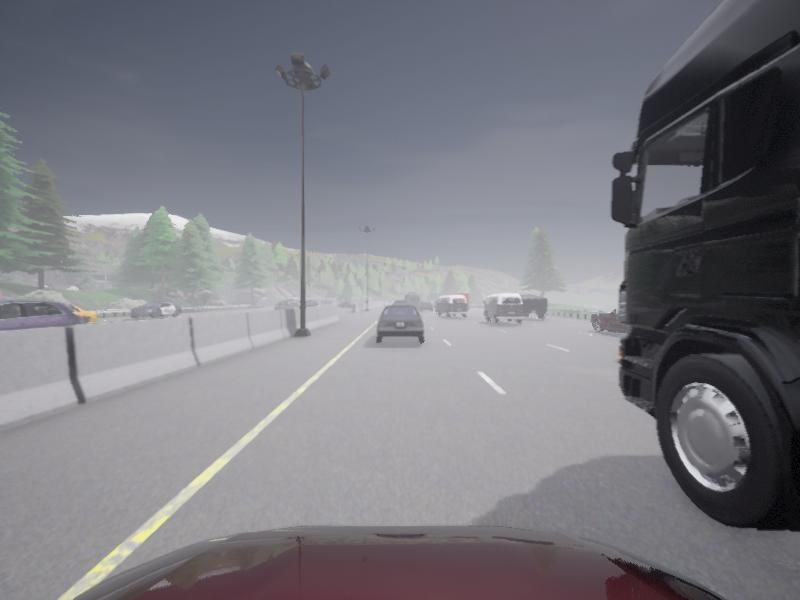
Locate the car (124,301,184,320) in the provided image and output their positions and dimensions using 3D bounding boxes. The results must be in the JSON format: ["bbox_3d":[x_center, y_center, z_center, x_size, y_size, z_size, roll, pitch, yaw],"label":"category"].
[{"bbox_3d":[-20.961,0.823,34.381,2.038,1.542,4.974,0,0,0],"label":"car"}]

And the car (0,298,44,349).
[{"bbox_3d":[-13.988,0.754,12.169,2.242,1.667,4.611,0,0,0],"label":"car"}]

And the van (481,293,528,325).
[{"bbox_3d":[7.031,0.568,27.380,2.069,2.038,4.480,0,0,0],"label":"van"}]

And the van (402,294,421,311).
[{"bbox_3d":[1.722,0.316,62.442,1.988,2.561,5.915,0,0,-10],"label":"van"}]

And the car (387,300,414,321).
[{"bbox_3d":[0.039,0.819,33.222,2.038,1.542,4.974,0,0,0],"label":"car"}]

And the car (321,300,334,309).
[{"bbox_3d":[-13.906,0.816,77.035,1.851,1.617,3.988,0,0,0],"label":"car"}]

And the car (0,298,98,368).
[{"bbox_3d":[-10.490,0.776,10.135,2.033,1.649,4.856,0,0,0],"label":"car"}]

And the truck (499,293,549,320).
[{"bbox_3d":[10.539,0.538,34.545,2.390,2.098,6.274,0,0,0],"label":"truck"}]

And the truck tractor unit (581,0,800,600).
[{"bbox_3d":[3.462,-0.520,1.060,3.053,4.208,6.516,0,0,1],"label":"truck tractor unit"}]

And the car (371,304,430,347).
[{"bbox_3d":[0.017,0.892,16.323,2.033,1.411,5.357,0,0,0],"label":"car"}]

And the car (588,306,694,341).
[{"bbox_3d":[10.517,0.942,17.974,1.895,1.301,4.718,0,0,0],"label":"car"}]

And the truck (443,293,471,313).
[{"bbox_3d":[7.426,0.350,52.804,2.627,2.467,5.204,0,0,-4],"label":"truck"}]

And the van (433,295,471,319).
[{"bbox_3d":[4.696,0.567,36.713,2.069,2.038,4.480,0,0,-12],"label":"van"}]

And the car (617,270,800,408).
[{"bbox_3d":[7.008,0.568,8.134,2.150,2.045,5.566,0,0,0],"label":"car"}]

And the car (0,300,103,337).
[{"bbox_3d":[-17.480,0.802,19.670,1.801,1.575,5.366,0,0,0],"label":"car"}]

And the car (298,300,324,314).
[{"bbox_3d":[-10.444,0.821,47.238,2.038,1.542,4.974,0,0,0],"label":"car"}]

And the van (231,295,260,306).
[{"bbox_3d":[-34.710,0.092,89.913,5.915,2.561,1.988,0,0,0],"label":"van"}]
